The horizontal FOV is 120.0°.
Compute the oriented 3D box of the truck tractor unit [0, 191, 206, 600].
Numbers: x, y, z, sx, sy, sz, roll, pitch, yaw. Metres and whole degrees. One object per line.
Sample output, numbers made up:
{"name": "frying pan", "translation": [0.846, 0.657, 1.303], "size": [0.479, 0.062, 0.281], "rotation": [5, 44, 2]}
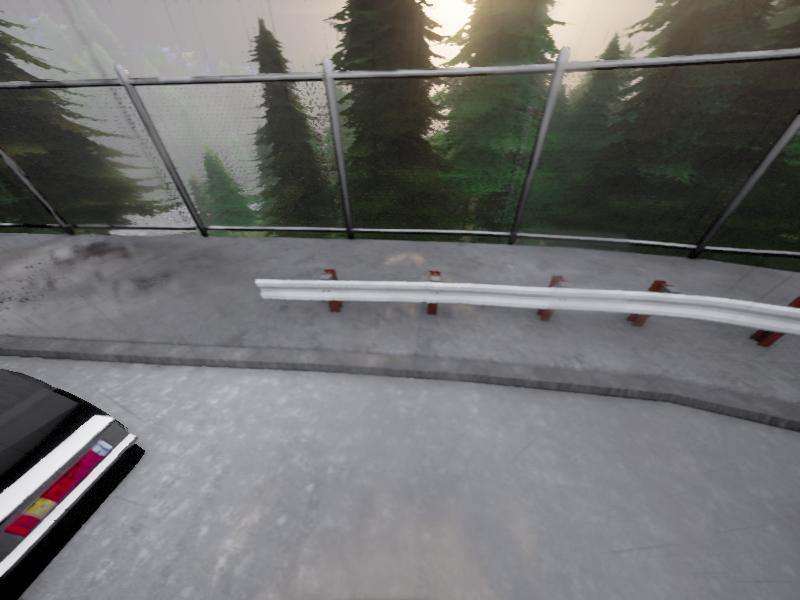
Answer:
{"name": "truck tractor unit", "translation": [-5.363, 0.157, 0.138], "size": [6.516, 4.208, 3.053], "rotation": [3, 35, 4]}
